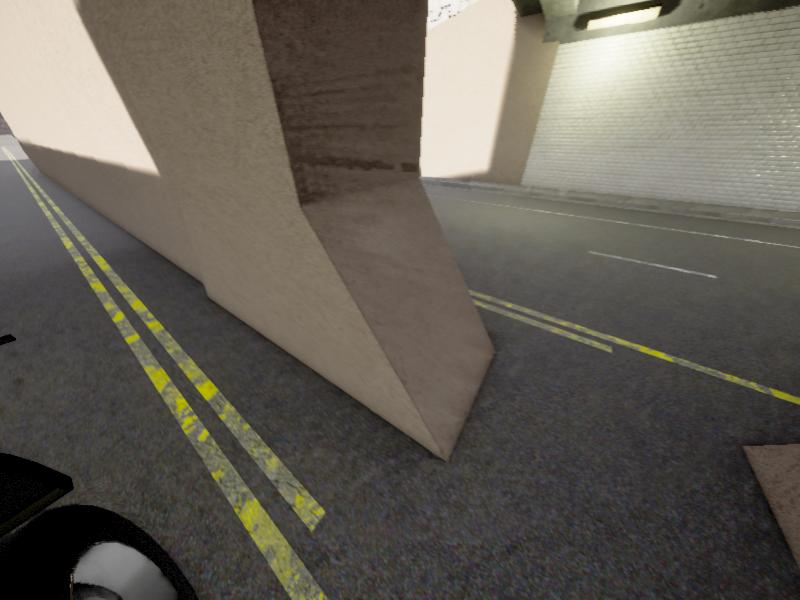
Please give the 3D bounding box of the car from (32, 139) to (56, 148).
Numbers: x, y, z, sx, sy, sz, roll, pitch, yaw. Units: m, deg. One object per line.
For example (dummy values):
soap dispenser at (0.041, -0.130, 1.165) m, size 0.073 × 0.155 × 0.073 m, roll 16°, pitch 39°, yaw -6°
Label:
car at (-75.578, -33.191, 49.005) m, size 5.357 × 1.411 × 2.033 m, roll 22°, pitch 41°, yaw 28°
